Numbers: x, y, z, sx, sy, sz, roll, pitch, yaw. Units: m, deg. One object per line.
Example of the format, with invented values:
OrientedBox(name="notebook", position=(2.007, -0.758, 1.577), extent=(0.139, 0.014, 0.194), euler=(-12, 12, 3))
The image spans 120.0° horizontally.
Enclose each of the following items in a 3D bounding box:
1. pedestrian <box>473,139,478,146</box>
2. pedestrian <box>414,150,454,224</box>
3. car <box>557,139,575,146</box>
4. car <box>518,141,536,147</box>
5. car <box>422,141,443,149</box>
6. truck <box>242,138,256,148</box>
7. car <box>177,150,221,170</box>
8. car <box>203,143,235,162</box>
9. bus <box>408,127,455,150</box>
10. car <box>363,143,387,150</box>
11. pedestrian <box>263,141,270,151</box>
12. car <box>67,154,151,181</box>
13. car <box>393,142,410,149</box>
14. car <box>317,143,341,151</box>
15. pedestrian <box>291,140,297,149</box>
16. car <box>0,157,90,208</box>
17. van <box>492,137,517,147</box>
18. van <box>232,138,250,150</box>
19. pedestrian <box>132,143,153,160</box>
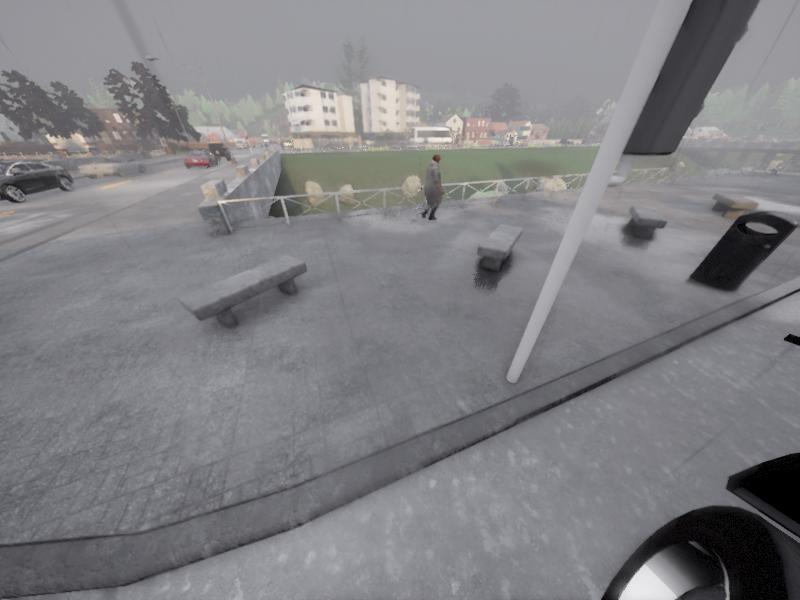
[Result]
OrientedBox(name="pedestrian", position=(22.315, -46.617, 68.390), extent=(0.751, 1.860, 0.751), euler=(-30, 44, -35))
OrientedBox(name="pedestrian", position=(0.949, -3.348, 6.889), extent=(0.751, 1.860, 0.751), euler=(-14, 37, -19))
OrientedBox(name="car", position=(49.878, -47.387, 69.437), extent=(3.866, 1.878, 1.905), euler=(-13, 37, -17))
OrientedBox(name="car", position=(38.206, -46.970, 69.446), extent=(4.718, 1.301, 1.895), euler=(-13, 37, -17))
OrientedBox(name="car", position=(8.445, -40.293, 60.044), extent=(4.892, 1.490, 1.837), euler=(-13, 37, -17))
OrientedBox(name="truck", position=(-48.417, -50.514, 74.327), extent=(2.627, 2.467, 5.204), euler=(-13, 37, -17))
OrientedBox(name="car", position=(-19.540, -13.847, 22.694), extent=(1.994, 1.385, 4.181), euler=(-13, 37, -17))
OrientedBox(name="car", position=(-22.657, -18.652, 29.124), extent=(1.905, 1.878, 3.866), euler=(-13, 37, -17))
OrientedBox(name="bus", position=(7.482, -38.816, 55.543), extent=(10.273, 4.253, 3.944), euler=(-13, 37, -17))
OrientedBox(name="car", position=(-6.076, -36.956, 55.512), extent=(5.357, 1.411, 2.033), euler=(-13, 37, -17))
OrientedBox(name="pedestrian", position=(-29.870, -34.635, 51.809), extent=(0.751, 1.860, 0.751), euler=(-12, 37, -16))
OrientedBox(name="car", position=(-21.225, -9.951, 17.215), extent=(1.895, 1.301, 4.718), euler=(-13, 37, -17))
OrientedBox(name="car", position=(0.283, -38.434, 57.487), extent=(3.806, 1.475, 1.970), euler=(-13, 37, -17))
OrientedBox(name="car", position=(-16.098, -34.683, 52.276), extent=(4.892, 1.490, 1.837), euler=(-13, 37, -16))
OrientedBox(name="pedestrian", position=(-25.008, -36.740, 54.555), extent=(0.751, 1.860, 0.751), euler=(-13, 37, -17))
OrientedBox(name="car", position=(-18.088, -5.564, 10.737), extent=(2.128, 1.511, 4.902), euler=(-12, 37, -16))
OrientedBox(name="van", position=(30.137, -45.603, 66.590), extent=(6.366, 2.431, 2.351), euler=(-13, 37, -17))
OrientedBox(name="van", position=(-42.533, -41.820, 61.906), extent=(2.351, 2.431, 6.366), euler=(-13, 37, -17))
OrientedBox(name="pedestrian", position=(-32.369, -18.666, 29.041), extent=(0.751, 1.860, 0.751), euler=(-9, 36, -12))
